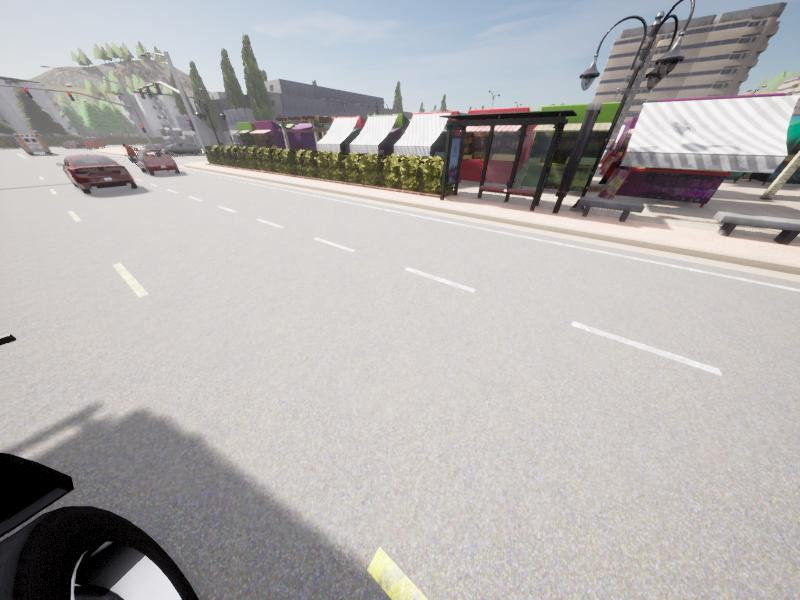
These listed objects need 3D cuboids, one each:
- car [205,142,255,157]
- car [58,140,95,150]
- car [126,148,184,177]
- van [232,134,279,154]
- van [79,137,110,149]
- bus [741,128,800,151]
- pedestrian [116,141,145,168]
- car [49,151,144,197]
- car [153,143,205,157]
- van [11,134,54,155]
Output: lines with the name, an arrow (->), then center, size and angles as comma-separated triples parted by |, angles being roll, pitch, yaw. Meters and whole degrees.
car -> -24.402, -21.821, 33.350 | 1.801, 1.575, 5.366 | 24, 42, 30
car -> -68.508, -32.967, 49.077 | 2.152, 1.651, 5.027 | -12, 37, -16
car -> -17.695, -10.005, 16.668 | 3.633, 1.501, 1.845 | 25, 42, 31
van -> -23.873, -25.977, 38.426 | 1.988, 2.561, 5.915 | 24, 41, 29
van -> -64.807, -33.373, 49.115 | 1.775, 1.987, 4.442 | -14, 37, -19
bus -> 89.938, -39.033, 56.162 | 3.944, 4.253, 10.273 | 22, 40, 27
pedestrian -> -22.898, -12.374, 19.666 | 0.751, 1.860, 0.751 | 23, 41, 28
car -> -15.540, -6.563, 11.790 | 5.008, 1.535, 1.882 | 23, 41, 28
car -> -30.245, -20.706, 31.775 | 2.007, 1.525, 4.514 | 24, 41, 30
van -> -54.087, -22.987, 34.065 | 6.366, 2.431, 2.351 | 24, 42, 30
